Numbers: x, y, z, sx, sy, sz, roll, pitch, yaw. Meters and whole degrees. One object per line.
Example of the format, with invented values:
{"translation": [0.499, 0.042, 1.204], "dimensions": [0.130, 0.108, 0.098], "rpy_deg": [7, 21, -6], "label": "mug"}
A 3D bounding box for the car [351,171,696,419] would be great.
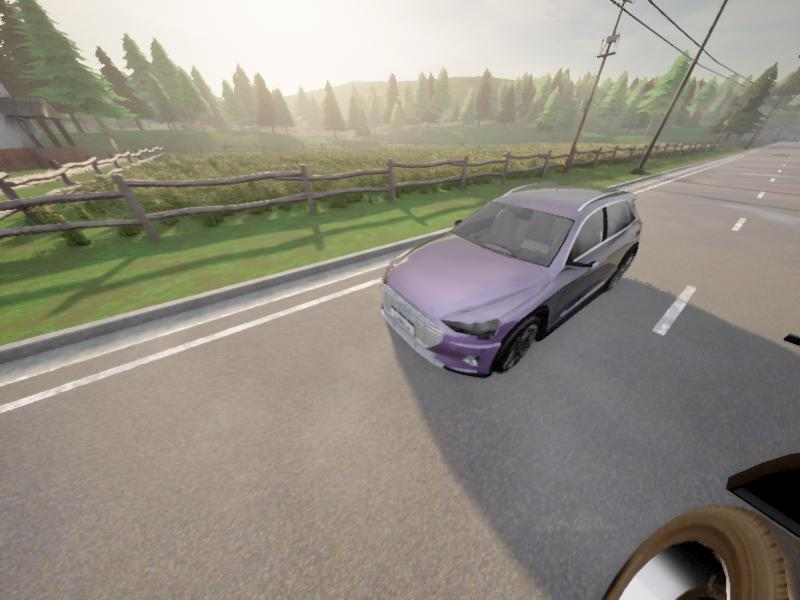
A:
{"translation": [2.010, -0.793, 3.597], "dimensions": [4.856, 1.649, 2.033], "rpy_deg": [-22, 41, -28], "label": "car"}
